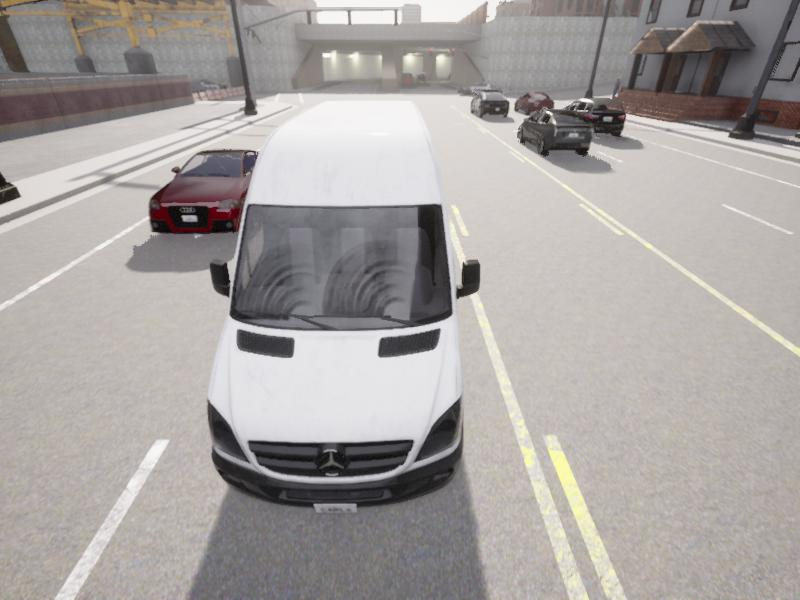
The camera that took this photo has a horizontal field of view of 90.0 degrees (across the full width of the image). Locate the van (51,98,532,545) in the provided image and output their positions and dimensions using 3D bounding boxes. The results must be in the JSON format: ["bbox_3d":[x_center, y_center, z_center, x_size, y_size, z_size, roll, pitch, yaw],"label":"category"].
[{"bbox_3d":[-0.477,-0.802,4.855,1.988,2.561,5.915,0,31,-1],"label":"van"}]

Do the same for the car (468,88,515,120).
[{"bbox_3d":[6.272,-13.931,28.239,1.930,1.638,5.238,-1,30,-2],"label":"car"}]

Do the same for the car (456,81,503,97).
[{"bbox_3d":[9.311,-24.846,47.033,4.974,1.542,2.038,14,32,22],"label":"car"}]

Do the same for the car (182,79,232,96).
[{"bbox_3d":[-22.917,-25.456,47.801,2.038,1.542,4.974,15,33,24],"label":"car"}]

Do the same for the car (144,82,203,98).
[{"bbox_3d":[-22.057,-20.538,39.087,1.853,1.218,4.536,25,39,36],"label":"car"}]

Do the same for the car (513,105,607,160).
[{"bbox_3d":[6.396,-7.098,16.670,2.007,1.525,4.514,0,30,-1],"label":"car"}]

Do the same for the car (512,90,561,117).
[{"bbox_3d":[9.872,-14.483,29.403,1.812,1.442,4.674,-1,30,-2],"label":"car"}]

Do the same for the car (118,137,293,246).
[{"bbox_3d":[-4.023,-2.709,9.254,1.994,1.385,4.181,0,30,-1],"label":"car"}]

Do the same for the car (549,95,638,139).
[{"bbox_3d":[9.845,-9.636,20.886,2.242,1.667,4.611,0,30,0],"label":"car"}]

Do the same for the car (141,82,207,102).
[{"bbox_3d":[-22.022,-20.421,39.199,2.038,1.542,4.974,25,39,36],"label":"car"}]

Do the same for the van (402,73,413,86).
[{"bbox_3d":[1.261,-39.057,70.825,1.775,1.987,4.442,-1,30,-2],"label":"van"}]

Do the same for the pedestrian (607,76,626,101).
[{"bbox_3d":[19.185,-18.757,35.463,0.751,1.860,0.751,-9,32,-16],"label":"pedestrian"}]

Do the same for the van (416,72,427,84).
[{"bbox_3d":[4.345,-45.287,81.447,2.069,2.038,4.480,1,30,1],"label":"van"}]
